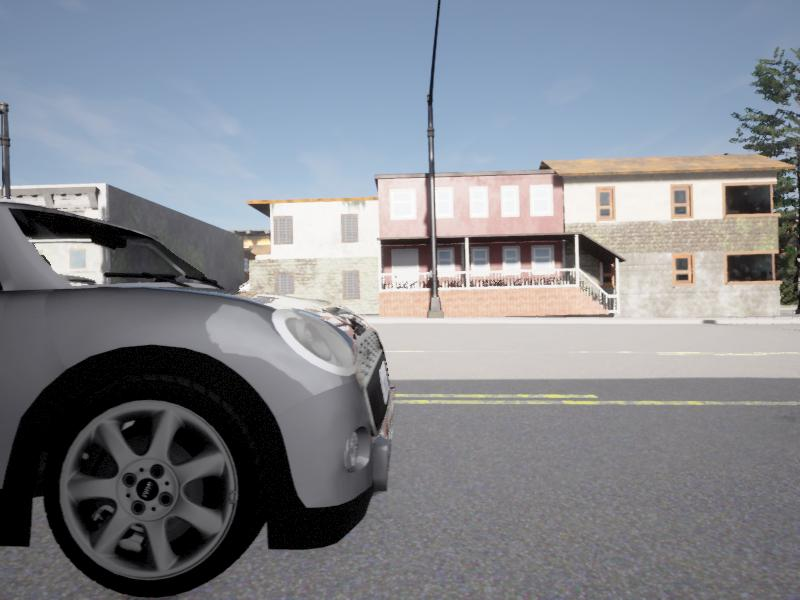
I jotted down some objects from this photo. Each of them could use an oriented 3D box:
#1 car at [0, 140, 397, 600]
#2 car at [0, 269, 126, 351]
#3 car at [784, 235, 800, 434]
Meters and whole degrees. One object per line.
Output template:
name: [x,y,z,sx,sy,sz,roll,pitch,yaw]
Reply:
car: [-1.943,0.258,2.237,3.806,1.475,1.970,0,0,1]
car: [-9.460,0.236,9.312,4.611,1.667,2.242,-1,0,1]
car: [5.057,0.264,2.161,4.193,1.474,1.816,0,0,1]
